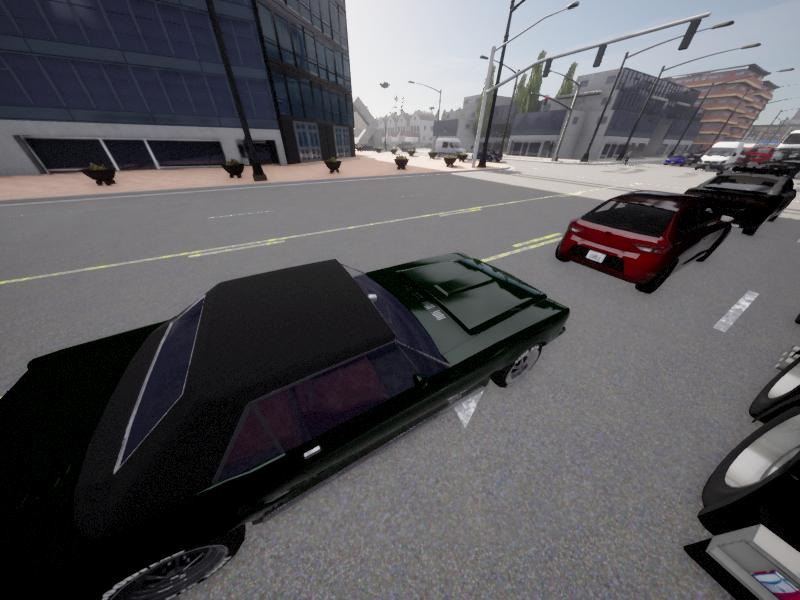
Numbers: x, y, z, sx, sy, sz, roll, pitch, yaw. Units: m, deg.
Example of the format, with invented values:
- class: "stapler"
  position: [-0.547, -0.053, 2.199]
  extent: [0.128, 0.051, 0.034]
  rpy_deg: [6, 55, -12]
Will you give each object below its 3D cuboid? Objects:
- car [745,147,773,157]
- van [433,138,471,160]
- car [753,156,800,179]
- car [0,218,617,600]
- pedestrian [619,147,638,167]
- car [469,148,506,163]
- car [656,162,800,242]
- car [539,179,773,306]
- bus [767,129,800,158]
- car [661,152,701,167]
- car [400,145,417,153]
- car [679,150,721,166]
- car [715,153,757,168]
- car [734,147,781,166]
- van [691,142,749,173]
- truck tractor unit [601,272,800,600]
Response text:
- class: "car"
  position: [70.195, -28.964, 45.189]
  extent: [5.008, 1.535, 1.882]
  rpy_deg: [-18, 39, -24]
- class: "van"
  position: [7.765, -23.165, 35.289]
  extent: [1.988, 2.561, 5.915]
  rpy_deg: [-17, 38, -24]
- class: "car"
  position: [33.966, -11.326, 19.693]
  extent: [5.008, 1.535, 1.882]
  rpy_deg: [-5, 35, -9]
- class: "car"
  position: [-0.485, 0.414, 2.264]
  extent: [4.718, 1.301, 1.895]
  rpy_deg: [-18, 39, -24]
- class: "pedestrian"
  position: [26.640, -16.692, 26.976]
  extent: [0.751, 1.860, 0.751]
  rpy_deg: [16, 37, 21]
- class: "car"
  position: [11.385, -18.976, 30.232]
  extent: [1.816, 1.474, 4.193]
  rpy_deg: [-17, 38, -24]
- class: "car"
  position: [11.383, -3.491, 7.706]
  extent: [5.238, 1.638, 1.930]
  rpy_deg: [-18, 39, -24]
- class: "car"
  position: [5.385, -1.535, 4.957]
  extent: [4.193, 1.474, 1.816]
  rpy_deg: [-18, 39, -24]
- class: "bus"
  position: [75.086, -29.256, 43.282]
  extent: [10.273, 4.253, 3.944]
  rpy_deg: [-18, 39, -24]
- class: "car"
  position: [35.156, -17.634, 28.937]
  extent: [4.193, 1.474, 1.816]
  rpy_deg: [-17, 38, -24]
- class: "car"
  position: [1.896, -34.281, 52.332]
  extent: [2.033, 1.411, 5.357]
  rpy_deg: [-10, 36, -15]
- class: "car"
  position: [41.231, -19.589, 31.768]
  extent: [5.238, 1.638, 1.930]
  rpy_deg: [-17, 38, -24]
- class: "car"
  position: [41.855, -17.405, 28.780]
  extent: [4.674, 1.442, 1.812]
  rpy_deg: [-17, 38, -24]
- class: "car"
  position: [50.791, -20.488, 32.818]
  extent: [5.566, 2.045, 2.150]
  rpy_deg: [-18, 39, -24]
- class: "van"
  position: [33.521, -15.039, 24.196]
  extent: [5.915, 2.561, 1.988]
  rpy_deg: [-21, 40, -27]
- class: "truck tractor unit"
  position: [5.123, -0.289, 0.764]
  extent: [6.516, 4.208, 3.053]
  rpy_deg: [-18, 39, -24]
